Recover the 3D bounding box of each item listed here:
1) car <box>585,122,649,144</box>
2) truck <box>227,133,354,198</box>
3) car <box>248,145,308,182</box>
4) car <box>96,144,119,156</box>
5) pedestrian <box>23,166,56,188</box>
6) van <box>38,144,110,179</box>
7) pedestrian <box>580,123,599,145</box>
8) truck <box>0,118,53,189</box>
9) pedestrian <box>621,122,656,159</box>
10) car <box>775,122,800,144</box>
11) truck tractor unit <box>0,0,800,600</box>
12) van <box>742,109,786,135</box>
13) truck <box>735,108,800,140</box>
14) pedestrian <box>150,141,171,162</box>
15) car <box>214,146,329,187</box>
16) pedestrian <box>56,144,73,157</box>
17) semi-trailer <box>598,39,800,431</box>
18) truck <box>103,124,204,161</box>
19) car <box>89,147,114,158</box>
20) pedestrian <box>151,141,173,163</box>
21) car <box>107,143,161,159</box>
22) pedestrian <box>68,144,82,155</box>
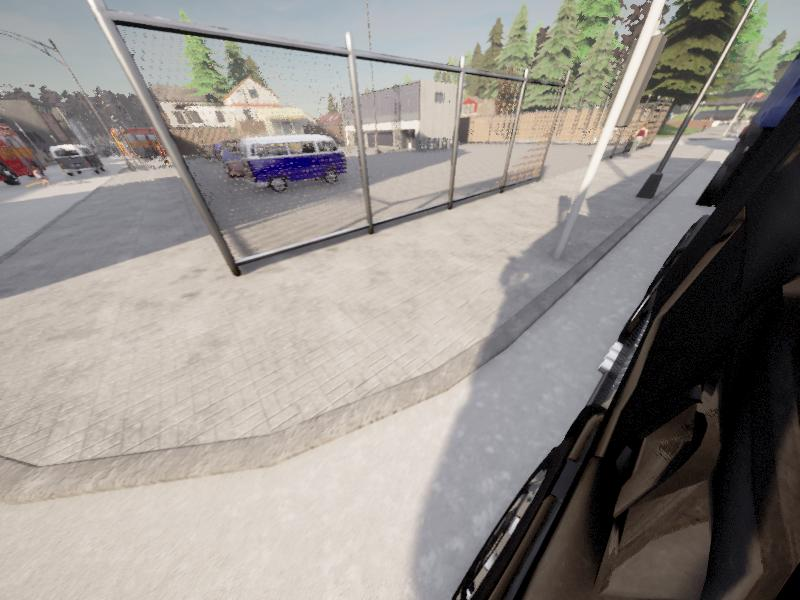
[{"bbox_3d":[24.354,-18.798,26.089,1.932,1.855,4.605,-28,43,-30],"label":"car"},{"bbox_3d":[-4.770,-6.363,10.667,4.478,2.038,2.069,-28,43,-30],"label":"truck"},{"bbox_3d":[-7.201,-8.136,13.606,1.789,1.547,3.705,-28,43,-30],"label":"car"},{"bbox_3d":[-61.423,-31.561,48.555,1.932,1.855,4.605,-28,43,-30],"label":"car"},{"bbox_3d":[-21.603,-7.395,13.873,0.500,1.100,0.500,-26,43,-29],"label":"pedestrian"},{"bbox_3d":[-26.204,-11.442,18.855,2.069,2.038,4.480,-28,43,-30],"label":"van"},{"bbox_3d":[19.725,-17.260,24.052,0.751,1.860,0.751,-29,44,-31],"label":"pedestrian"},{"bbox_3d":[-28.261,-9.832,15.295,2.891,3.827,8.468,-28,43,-30],"label":"truck"},{"bbox_3d":[15.018,-10.067,14.591,0.751,1.860,0.751,-27,43,-30],"label":"pedestrian"},{"bbox_3d":[36.369,-14.481,19.894,4.892,1.490,1.837,-6,38,-5],"label":"car"},{"bbox_3d":[2.645,-0.295,0.352,6.516,4.208,3.053,-28,44,-30],"label":"truck tractor unit"},{"bbox_3d":[48.687,-23.853,30.991,5.915,2.561,1.988,-28,43,-30],"label":"van"},{"bbox_3d":[38.485,-18.453,24.325,5.204,2.467,2.627,-28,43,-30],"label":"truck"},{"bbox_3d":[-25.961,-16.090,25.064,0.751,1.860,0.751,-23,41,-26],"label":"pedestrian"},{"bbox_3d":[-7.176,-7.915,13.426,5.357,1.415,2.033,-28,43,-30],"label":"car"},{"bbox_3d":[-62.695,-27.957,43.181,0.751,1.860,0.751,-20,40,-23],"label":"pedestrian"},{"bbox_3d":[8.701,-3.583,4.256,14.254,4.402,2.717,-28,43,-30],"label":"semi-trailer"},{"bbox_3d":[-33.736,-22.235,32.371,2.891,3.827,8.468,13,39,19],"label":"truck"},{"bbox_3d":[-56.377,-27.968,43.724,1.837,1.490,4.892,-28,43,-30],"label":"car"},{"bbox_3d":[-24.636,-15.325,23.954,0.751,1.860,0.751,-22,41,-24],"label":"pedestrian"},{"bbox_3d":[-40.092,-22.555,34.977,4.611,1.667,2.242,-10,38,-10],"label":"car"},{"bbox_3d":[-67.847,-31.458,48.206,0.751,1.860,0.751,-31,45,-33],"label":"pedestrian"}]
